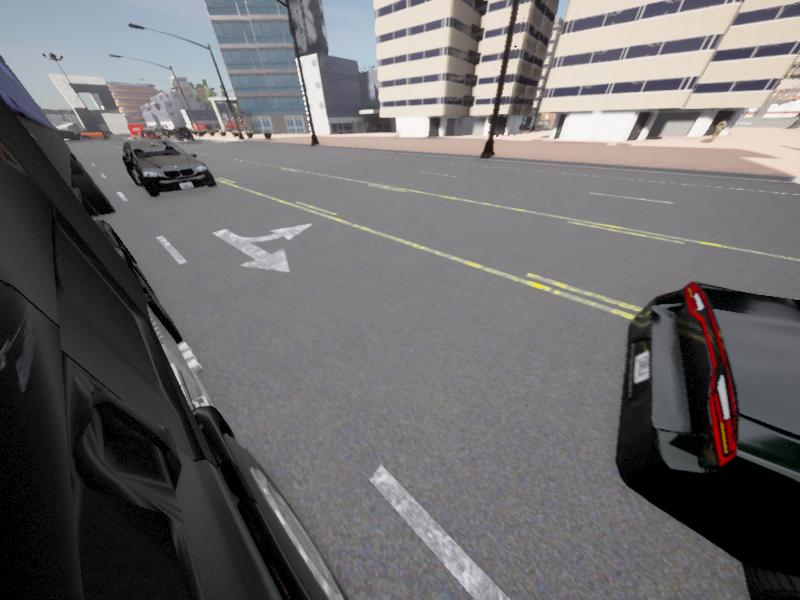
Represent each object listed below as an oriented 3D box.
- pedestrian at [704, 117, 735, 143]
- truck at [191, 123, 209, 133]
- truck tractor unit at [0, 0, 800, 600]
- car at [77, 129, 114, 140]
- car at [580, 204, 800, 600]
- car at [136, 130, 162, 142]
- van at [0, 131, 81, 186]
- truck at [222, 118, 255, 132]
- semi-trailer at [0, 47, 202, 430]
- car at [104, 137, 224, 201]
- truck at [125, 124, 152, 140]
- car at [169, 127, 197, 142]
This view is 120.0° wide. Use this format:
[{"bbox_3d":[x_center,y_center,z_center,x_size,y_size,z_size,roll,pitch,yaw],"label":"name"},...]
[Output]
[{"bbox_3d":[28.922,-15.377,20.935,0.751,1.860,0.751,-23,43,-26],"label":"pedestrian"},{"bbox_3d":[-63.958,-54.921,73.890,5.204,2.467,2.627,30,47,33],"label":"truck"},{"bbox_3d":[-2.645,-0.295,0.351,6.516,4.208,3.053,28,43,30],"label":"truck tractor unit"},{"bbox_3d":[-65.652,-35.780,49.855,2.097,1.767,4.553,28,46,32],"label":"car"},{"bbox_3d":[3.759,1.299,0.406,4.974,1.542,2.038,27,46,31],"label":"car"},{"bbox_3d":[-42.005,-27.496,38.682,3.988,1.617,1.851,27,46,31],"label":"car"},{"bbox_3d":[-18.645,-7.393,11.847,4.442,1.987,1.775,27,46,31],"label":"van"},{"bbox_3d":[-57.678,-62.784,82.731,8.468,3.827,2.891,-30,46,-32],"label":"truck"},{"bbox_3d":[-8.743,-3.410,4.410,14.254,4.402,2.717,26,46,32],"label":"semi-trailer"},{"bbox_3d":[-9.721,-5.570,9.509,4.611,1.667,2.242,27,46,31],"label":"car"},{"bbox_3d":[-52.183,-33.521,46.036,2.627,2.467,5.204,-30,47,-32],"label":"truck"},{"bbox_3d":[-35.456,-27.102,37.763,3.866,1.878,1.905,27,46,31],"label":"car"}]
